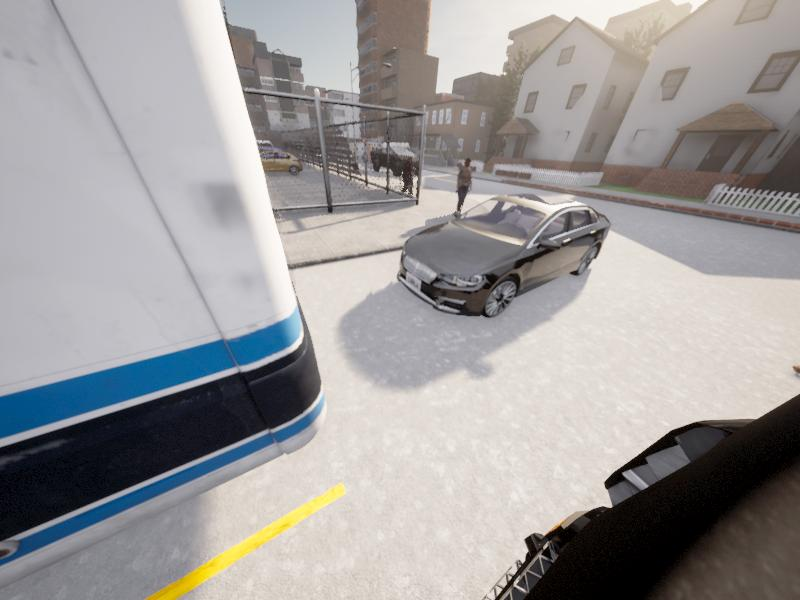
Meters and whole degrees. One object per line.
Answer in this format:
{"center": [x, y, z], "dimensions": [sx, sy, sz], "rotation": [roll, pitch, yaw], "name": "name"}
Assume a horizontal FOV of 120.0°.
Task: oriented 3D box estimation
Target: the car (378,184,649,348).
{"center": [2.250, -1.183, 4.515], "dimensions": [4.902, 1.511, 2.128], "rotation": [-18, 39, -29], "name": "car"}

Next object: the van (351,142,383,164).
{"center": [-4.993, -22.134, 34.651], "dimensions": [2.351, 2.431, 6.366], "rotation": [-16, 38, -26], "name": "van"}

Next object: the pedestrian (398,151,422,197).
{"center": [0.463, -6.026, 11.118], "dimensions": [0.751, 1.860, 0.751], "rotation": [-17, 38, -27], "name": "pedestrian"}

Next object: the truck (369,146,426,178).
{"center": [-0.467, -12.830, 21.295], "dimensions": [2.390, 2.098, 6.274], "rotation": [-16, 38, -25], "name": "truck"}

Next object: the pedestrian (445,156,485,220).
{"center": [2.155, -3.808, 7.909], "dimensions": [0.751, 1.860, 0.751], "rotation": [-5, 34, -11], "name": "pedestrian"}

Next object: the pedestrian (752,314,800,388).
{"center": [5.127, 0.211, 2.274], "dimensions": [0.751, 1.860, 0.751], "rotation": [11, 34, 12], "name": "pedestrian"}

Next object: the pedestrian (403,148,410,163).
{"center": [0.922, -21.701, 34.725], "dimensions": [0.751, 1.860, 0.751], "rotation": [-11, 36, -20], "name": "pedestrian"}

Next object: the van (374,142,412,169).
{"center": [-1.019, -18.119, 28.811], "dimensions": [1.988, 2.561, 5.915], "rotation": [-16, 38, -26], "name": "van"}
